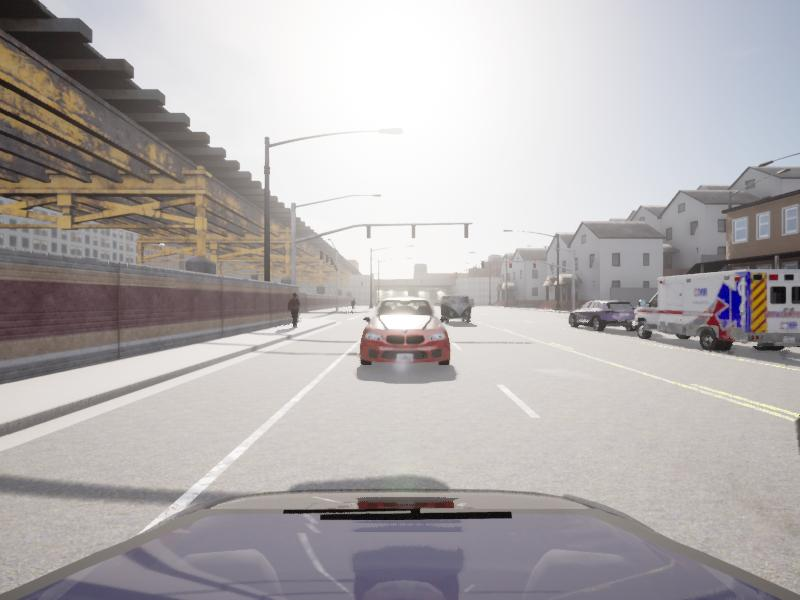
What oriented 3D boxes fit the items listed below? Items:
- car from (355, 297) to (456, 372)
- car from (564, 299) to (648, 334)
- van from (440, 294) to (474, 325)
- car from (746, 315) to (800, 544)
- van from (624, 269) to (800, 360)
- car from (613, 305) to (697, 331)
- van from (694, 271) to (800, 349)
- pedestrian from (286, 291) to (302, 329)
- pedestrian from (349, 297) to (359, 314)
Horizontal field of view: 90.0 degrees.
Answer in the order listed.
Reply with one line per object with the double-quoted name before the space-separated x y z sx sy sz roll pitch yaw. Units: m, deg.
"car" 0.149 0.751 11.204 2.242 1.667 4.611 0 1 1
"car" 10.773 0.778 21.404 2.033 1.649 4.856 0 0 1
"van" 3.851 0.596 27.799 1.775 1.987 4.442 0 0 1
"car" 3.521 0.846 0.581 1.837 1.490 4.892 0 0 1
"van" 10.684 0.378 13.842 2.351 2.431 6.366 0 0 1
"car" 14.186 0.944 22.643 1.895 1.301 4.718 0 0 2
"van" 14.186 0.322 15.030 1.988 2.561 5.915 0 0 1
"pedestrian" -5.308 0.485 20.073 0.751 1.860 0.751 0 0 -14
"pedestrian" -5.335 0.637 46.384 0.751 1.860 0.751 0 0 45
